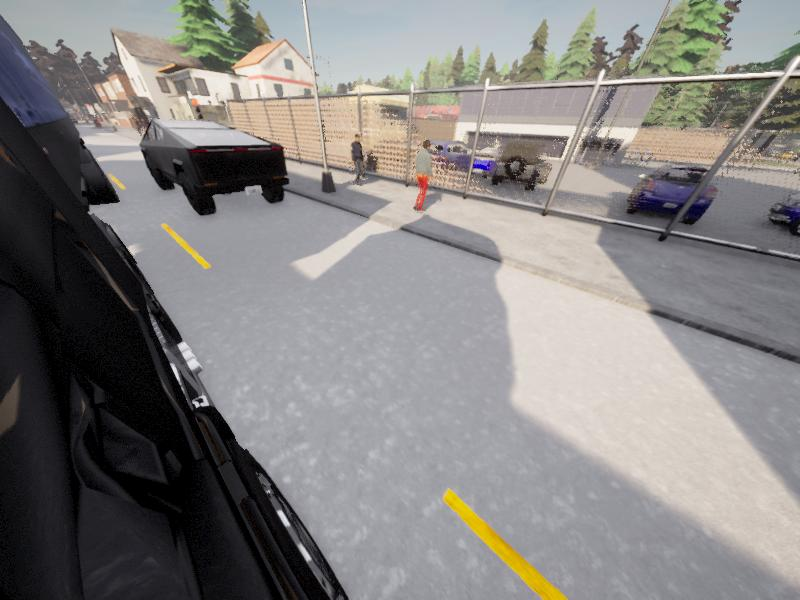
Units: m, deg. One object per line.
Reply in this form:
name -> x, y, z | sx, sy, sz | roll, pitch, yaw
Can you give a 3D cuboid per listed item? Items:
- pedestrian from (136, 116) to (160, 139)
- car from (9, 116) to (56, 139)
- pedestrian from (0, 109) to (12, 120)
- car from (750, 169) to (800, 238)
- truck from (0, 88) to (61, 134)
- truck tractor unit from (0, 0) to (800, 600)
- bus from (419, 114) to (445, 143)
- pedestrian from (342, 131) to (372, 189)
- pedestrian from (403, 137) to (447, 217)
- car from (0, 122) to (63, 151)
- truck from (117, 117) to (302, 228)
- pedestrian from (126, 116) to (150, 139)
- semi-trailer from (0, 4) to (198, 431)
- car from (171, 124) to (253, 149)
pedestrian -> -26.071, -17.811, 23.945 | 0.751, 1.860, 0.751 | -4, 37, -9
car -> -34.911, -16.437, 22.021 | 3.705, 1.549, 1.789 | 28, 44, 29
pedestrian -> -82.836, -38.796, 48.287 | 0.751, 1.860, 0.751 | -27, 46, -34
car -> 13.094, -2.270, 6.112 | 3.705, 1.547, 1.789 | 28, 44, 30
truck -> -44.080, -22.257, 27.301 | 8.468, 3.827, 2.891 | 28, 44, 30
truck tractor unit -> -2.645, -0.295, 0.352 | 6.516, 4.208, 3.053 | 28, 44, 30
bus -> 6.313, -35.570, 47.948 | 3.944, 4.253, 10.273 | 2, 37, 0
pedestrian -> -1.671, -5.555, 9.186 | 0.751, 1.860, 0.751 | -26, 46, -33
pedestrian -> 0.650, -3.478, 6.565 | 0.751, 1.860, 0.751 | -23, 44, -30
car -> -25.744, -11.457, 16.130 | 4.181, 1.385, 1.994 | 28, 44, 30
truck -> -6.214, -4.449, 7.434 | 6.274, 2.098, 2.390 | 28, 44, 30
pedestrian -> -27.116, -17.849, 23.927 | 0.751, 1.860, 0.751 | 19, 40, 20
semi-trailer -> -8.513, -3.731, 4.393 | 14.254, 4.402, 2.717 | 30, 45, 32
car -> -16.859, -14.858, 21.011 | 1.930, 1.638, 5.238 | 32, 46, 33
